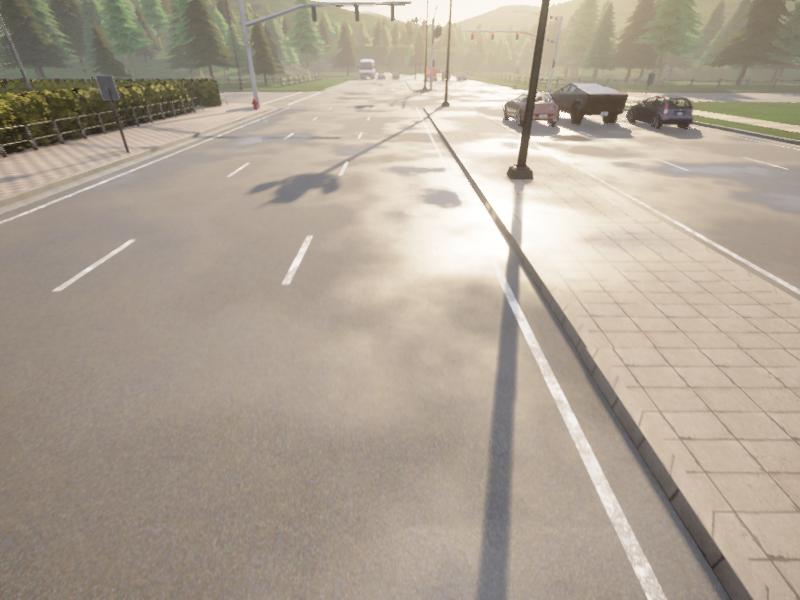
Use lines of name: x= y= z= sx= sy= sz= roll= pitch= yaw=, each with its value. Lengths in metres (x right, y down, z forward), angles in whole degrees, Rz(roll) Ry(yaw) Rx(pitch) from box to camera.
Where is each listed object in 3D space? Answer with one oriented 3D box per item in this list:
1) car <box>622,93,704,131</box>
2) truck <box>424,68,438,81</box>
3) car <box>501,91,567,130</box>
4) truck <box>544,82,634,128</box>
car: x=14.727 y=-10.755 z=22.724 sx=1.851 sy=1.617 sz=3.988 roll=0 pitch=30 yaw=-1
truck: x=6.926 y=-50.768 z=90.052 sx=2.627 sy=2.467 sz=5.204 roll=0 pitch=30 yaw=0
car: x=7.713 y=-11.326 z=23.676 sx=2.152 sy=1.651 sz=5.027 roll=0 pitch=30 yaw=-1
truck: x=11.203 y=-12.096 z=24.516 sx=2.390 sy=2.098 sz=6.274 roll=0 pitch=30 yaw=-1
